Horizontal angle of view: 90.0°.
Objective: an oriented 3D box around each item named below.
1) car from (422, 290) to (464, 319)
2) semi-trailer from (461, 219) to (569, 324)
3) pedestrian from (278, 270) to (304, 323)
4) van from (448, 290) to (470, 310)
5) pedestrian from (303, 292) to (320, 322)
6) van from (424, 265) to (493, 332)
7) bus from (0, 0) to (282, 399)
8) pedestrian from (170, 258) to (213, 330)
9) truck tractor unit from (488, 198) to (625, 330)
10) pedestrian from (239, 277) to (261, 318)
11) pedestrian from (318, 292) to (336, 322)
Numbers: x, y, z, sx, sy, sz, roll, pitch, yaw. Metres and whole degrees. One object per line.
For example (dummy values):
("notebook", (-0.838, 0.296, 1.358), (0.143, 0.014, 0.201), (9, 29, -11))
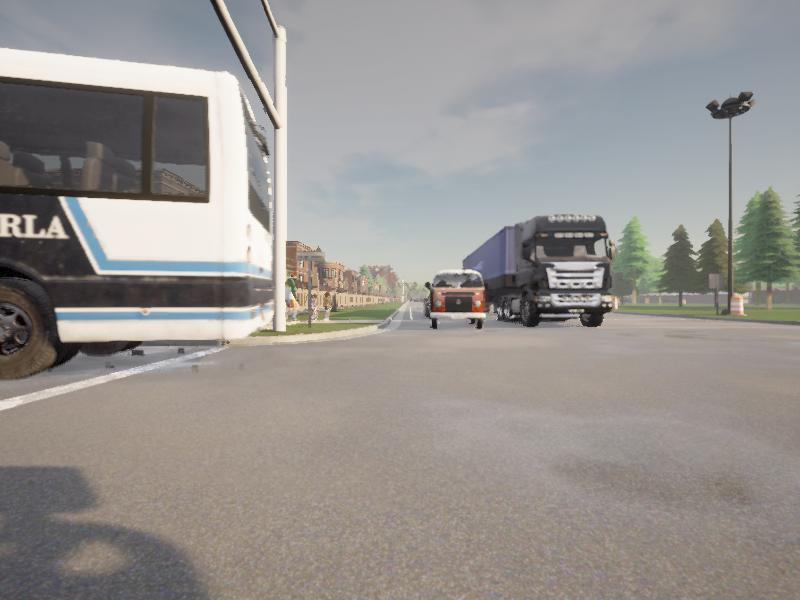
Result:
("car", (2.412, 0.224, 23.550), (2.038, 1.542, 4.974), (0, 0, 1))
("semi-trailer", (5.923, -1.218, 24.007), (2.717, 4.402, 14.254), (0, 0, 1))
("pedestrian", (-3.996, -0.115, 14.630), (0.751, 1.860, 0.751), (0, 0, -31))
("van", (6.369, -0.001, 43.413), (1.775, 1.987, 4.442), (0, 0, 1))
("pedestrian", (-3.309, 0.265, 14.933), (0.500, 1.100, 0.500), (0, 0, -33))
("van", (1.987, -0.025, 14.527), (2.069, 2.038, 4.480), (0, 0, 5))
("bus", (-7.181, -1.129, 5.629), (10.273, 4.253, 3.944), (0, 1, -11))
("pedestrian", (-5.577, -0.146, 10.721), (0.751, 1.860, 0.751), (0, 0, 1))
("truck tractor unit", (5.738, -1.125, 16.098), (3.053, 4.208, 6.516), (0, 0, 1))
("pedestrian", (-7.022, -0.115, 18.726), (0.751, 1.860, 0.751), (0, 0, 3))
("pedestrian", (-2.777, 0.265, 15.245), (0.500, 1.100, 0.500), (0, 0, -38))
